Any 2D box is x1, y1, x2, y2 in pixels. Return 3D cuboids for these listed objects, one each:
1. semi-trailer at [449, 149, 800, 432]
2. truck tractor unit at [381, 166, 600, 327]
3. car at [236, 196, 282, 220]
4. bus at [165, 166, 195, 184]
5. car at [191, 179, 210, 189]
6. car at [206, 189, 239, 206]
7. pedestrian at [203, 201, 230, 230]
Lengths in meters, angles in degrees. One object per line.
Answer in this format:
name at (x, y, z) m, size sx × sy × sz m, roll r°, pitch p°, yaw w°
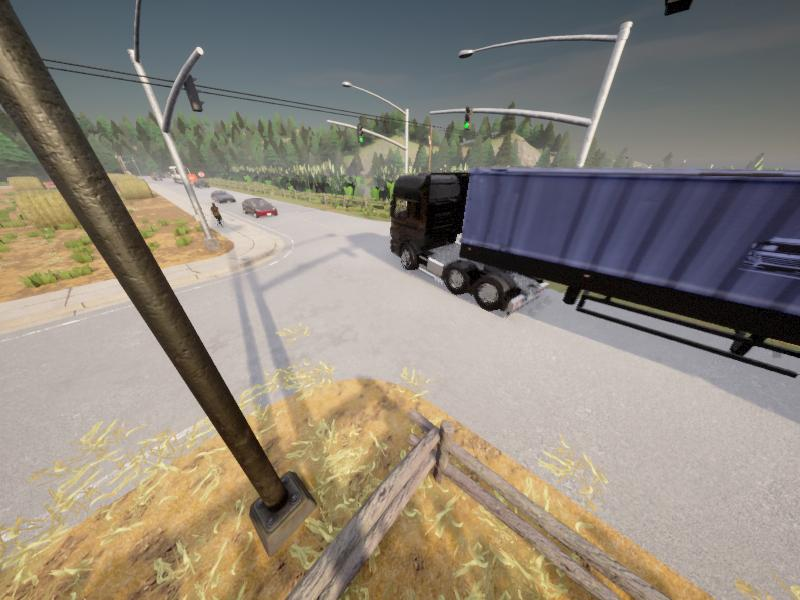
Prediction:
semi-trailer at (8.013, -0.087, 4.107) m, size 14.254 × 4.402 × 2.717 m, roll 24°, pitch 38°, yaw 35°
truck tractor unit at (2.403, -2.776, 8.961) m, size 3.053 × 4.208 × 6.516 m, roll -21°, pitch 36°, yaw -31°
car at (-13.844, -9.098, 22.586) m, size 4.792 × 1.488 × 2.163 m, roll 25°, pitch 38°, yaw 36°
bus at (-62.614, -35.572, 65.661) m, size 10.273 × 4.253 × 3.944 m, roll 25°, pitch 38°, yaw 36°
car at (-45.102, -26.270, 52.190) m, size 5.027 × 1.651 × 2.152 m, roll 25°, pitch 38°, yaw 36°
car at (-23.431, -13.570, 30.420) m, size 5.357 × 1.411 × 2.033 m, roll 25°, pitch 38°, yaw 36°
pedestrian at (-13.176, -6.096, 16.654) m, size 0.751 × 1.860 × 0.751 m, roll 15°, pitch 33°, yaw 25°
